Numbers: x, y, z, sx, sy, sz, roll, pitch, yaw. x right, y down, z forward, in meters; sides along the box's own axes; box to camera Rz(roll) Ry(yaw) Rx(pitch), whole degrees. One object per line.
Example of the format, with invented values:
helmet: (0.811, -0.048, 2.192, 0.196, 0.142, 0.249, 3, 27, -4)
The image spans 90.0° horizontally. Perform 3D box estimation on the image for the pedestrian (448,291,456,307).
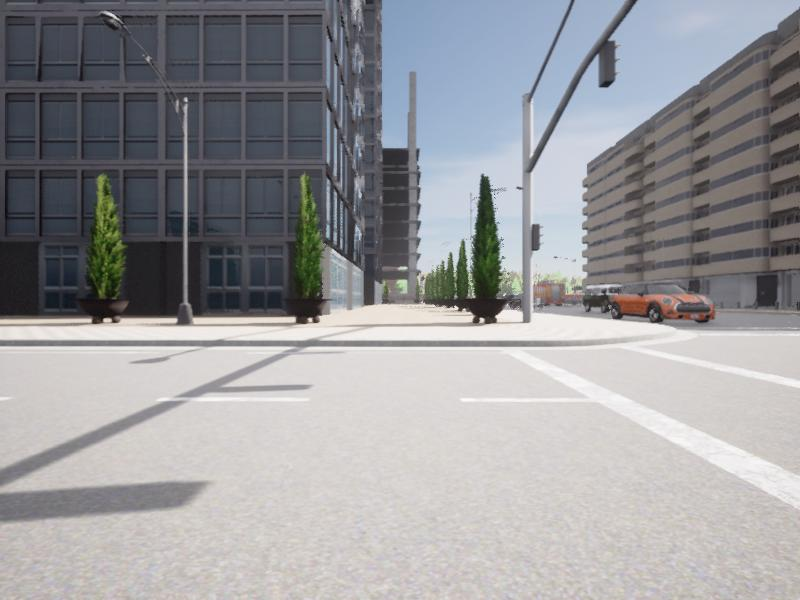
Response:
pedestrian: (6.097, -0.167, 46.951, 0.751, 1.860, 0.751, 0, 0, 16)

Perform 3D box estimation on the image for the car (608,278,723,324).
car: (11.255, 0.042, 17.455, 2.097, 1.767, 4.553, 0, 0, 1)

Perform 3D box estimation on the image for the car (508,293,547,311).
car: (11.520, 0.185, 36.516, 2.128, 1.511, 4.902, 0, 0, 1)

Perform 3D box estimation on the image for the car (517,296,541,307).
car: (18.803, 0.172, 58.411, 1.882, 1.535, 5.008, 0, 0, 1)

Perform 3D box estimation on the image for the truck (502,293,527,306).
truck: (18.894, -0.109, 66.208, 2.390, 2.098, 6.274, 0, 0, 0)

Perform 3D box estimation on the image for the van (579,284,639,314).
van: (14.922, -0.080, 28.905, 2.069, 2.038, 4.480, 0, 0, 1)

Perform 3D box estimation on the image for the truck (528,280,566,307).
truck: (22.345, -0.971, 61.444, 2.891, 3.827, 8.468, 0, 0, 1)

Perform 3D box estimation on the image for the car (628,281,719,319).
car: (14.832, 0.001, 22.116, 1.932, 1.855, 4.605, 0, 0, 1)
